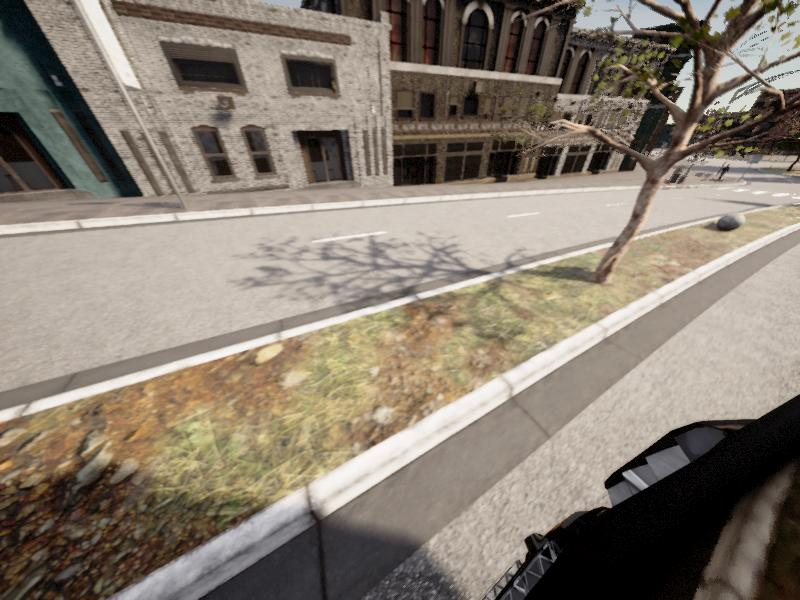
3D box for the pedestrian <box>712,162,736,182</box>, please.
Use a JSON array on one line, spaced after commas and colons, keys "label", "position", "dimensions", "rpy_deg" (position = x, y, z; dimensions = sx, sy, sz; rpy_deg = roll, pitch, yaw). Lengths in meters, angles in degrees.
[{"label": "pedestrian", "position": [36.669, -14.456, 26.150], "dimensions": [0.751, 1.860, 0.751], "rpy_deg": [-27, 43, -31]}]
